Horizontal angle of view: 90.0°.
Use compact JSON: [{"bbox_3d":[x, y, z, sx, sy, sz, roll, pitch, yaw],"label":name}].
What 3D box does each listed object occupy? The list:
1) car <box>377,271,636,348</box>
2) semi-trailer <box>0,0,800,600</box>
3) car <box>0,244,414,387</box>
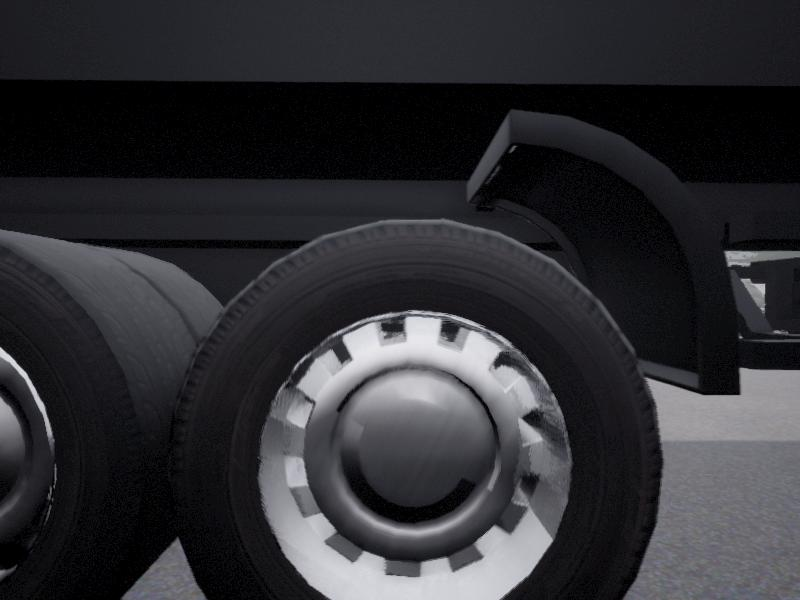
[{"bbox_3d":[2.217,0.201,9.199,5.366,1.575,1.801,0,0,0],"label":"car"},{"bbox_3d":[-3.780,-1.223,2.203,14.254,4.402,2.717,0,0,0],"label":"semi-trailer"},{"bbox_3d":[-2.354,0.179,5.700,5.027,1.651,2.152,0,0,0],"label":"car"}]
